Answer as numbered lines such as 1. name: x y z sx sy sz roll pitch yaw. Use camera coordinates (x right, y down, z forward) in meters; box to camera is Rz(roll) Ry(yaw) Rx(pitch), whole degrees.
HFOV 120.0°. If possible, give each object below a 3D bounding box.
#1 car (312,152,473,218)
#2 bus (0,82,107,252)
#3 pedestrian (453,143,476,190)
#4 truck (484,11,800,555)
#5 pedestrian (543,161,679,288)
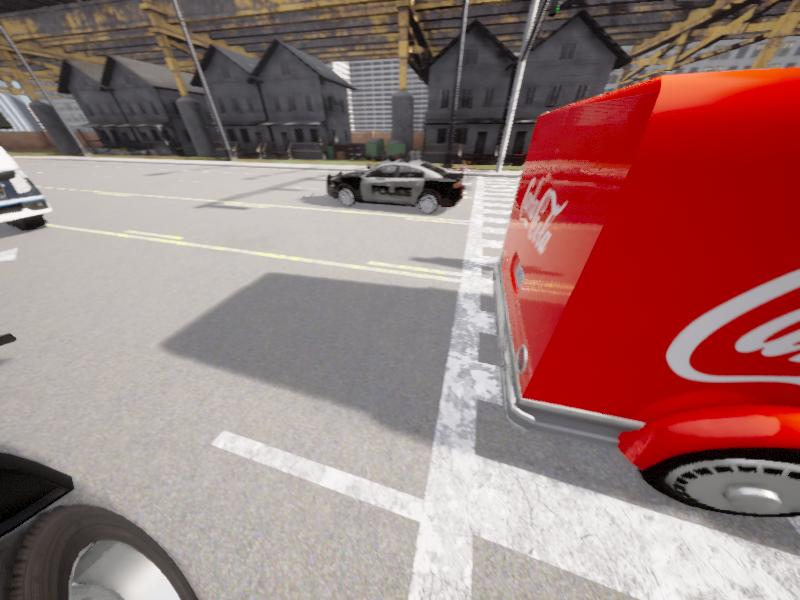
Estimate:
1. car: -0.240 -4.355 8.481 5.238 1.638 1.930 11 37 15
2. bus: -14.275 -3.652 5.263 10.273 4.253 3.944 9 37 12
3. pedestrian: 3.058 -6.347 11.021 0.751 1.860 0.751 8 37 11
4. truck: 3.609 0.036 1.681 5.204 2.467 2.627 9 37 13
5. pedestrian: 3.350 -1.235 3.921 0.751 1.860 0.751 -8 37 -11
